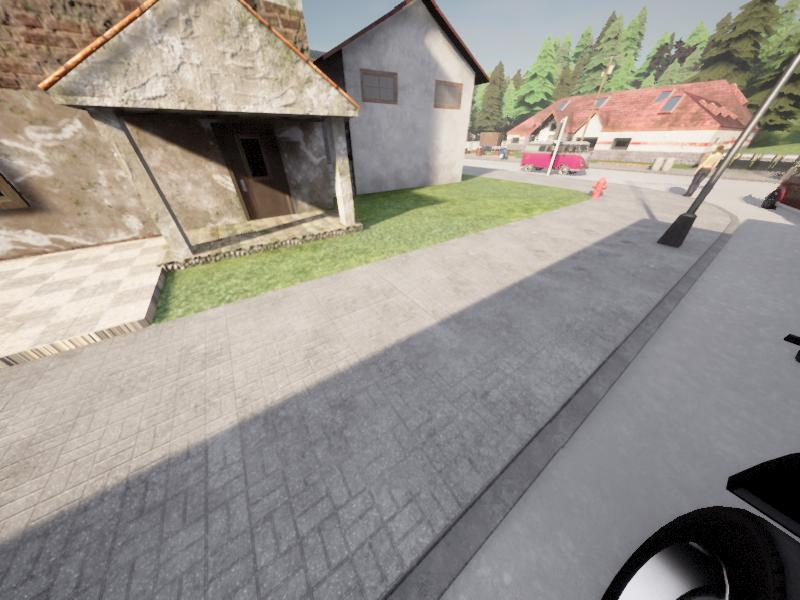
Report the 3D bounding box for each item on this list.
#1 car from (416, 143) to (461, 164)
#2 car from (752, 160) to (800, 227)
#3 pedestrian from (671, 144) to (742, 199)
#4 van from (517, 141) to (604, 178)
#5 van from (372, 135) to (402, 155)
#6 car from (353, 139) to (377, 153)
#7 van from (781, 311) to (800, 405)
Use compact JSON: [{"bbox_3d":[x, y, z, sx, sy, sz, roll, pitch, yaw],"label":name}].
[{"bbox_3d":[4.079,-16.083,25.260,2.242,1.667,4.611,-22,41,-27],"label":"car"},{"bbox_3d":[13.469,-3.144,6.937,1.789,1.549,3.705,22,41,28],"label":"car"},{"bbox_3d":[12.362,-5.230,9.420,0.751,1.860,0.751,14,38,19],"label":"pedestrian"},{"bbox_3d":[11.234,-10.220,16.620,1.775,1.987,4.442,-22,40,-27],"label":"van"},{"bbox_3d":[-2.155,-25.735,38.244,1.988,2.561,5.915,-22,41,-27],"label":"van"},{"bbox_3d":[-6.718,-29.342,43.819,2.150,2.045,5.566,-22,40,-27],"label":"car"},{"bbox_3d":[7.072,-0.468,2.342,5.915,2.561,1.988,-20,40,-26],"label":"van"}]
